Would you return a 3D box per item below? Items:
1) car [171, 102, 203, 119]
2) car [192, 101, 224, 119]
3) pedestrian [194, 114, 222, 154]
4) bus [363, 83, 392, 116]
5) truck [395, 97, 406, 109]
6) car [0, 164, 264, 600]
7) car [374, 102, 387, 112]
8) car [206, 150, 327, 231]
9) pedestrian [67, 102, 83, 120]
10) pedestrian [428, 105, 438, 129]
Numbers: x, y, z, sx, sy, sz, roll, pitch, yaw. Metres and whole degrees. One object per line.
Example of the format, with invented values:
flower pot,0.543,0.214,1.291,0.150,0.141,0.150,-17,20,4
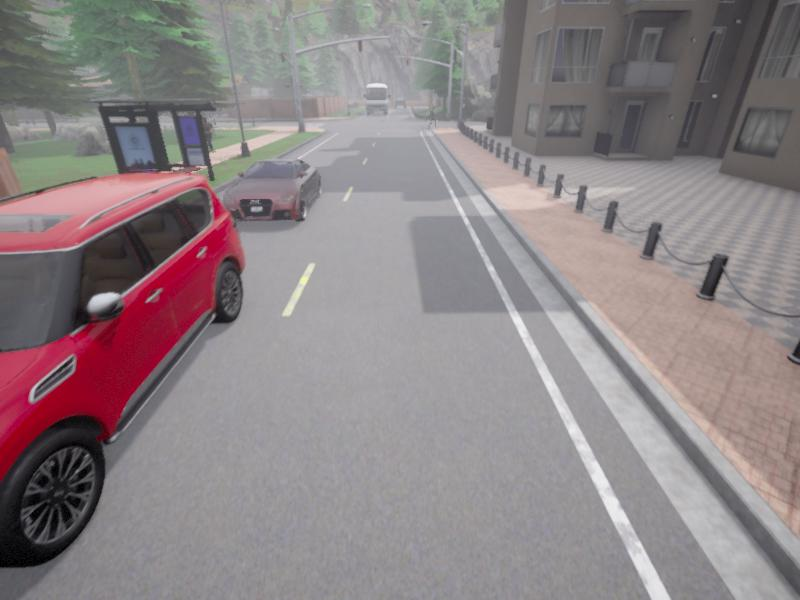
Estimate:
car,-27.488,-24.611,51.787,1.905,1.878,3.866,-1,27,-1
car,-24.983,-24.821,52.180,1.932,1.855,4.605,-1,27,-1
pedestrian,-9.957,-8.619,20.830,0.751,1.860,0.751,-2,27,-3
bus,-3.336,-31.417,62.588,3.944,4.253,10.273,0,27,0
truck,0.060,-42.559,86.412,2.390,2.098,6.274,0,27,0
car,-3.495,0.085,4.195,2.150,2.045,5.566,0,27,0
car,-3.449,-34.356,71.238,2.128,1.511,4.902,0,27,0
car,-3.491,-3.293,11.450,1.994,1.385,4.181,0,27,0
pedestrian,-38.982,-22.653,47.981,0.751,1.860,0.751,0,27,0
pedestrian,2.932,-16.258,35.543,0.751,1.860,0.751,0,27,0
